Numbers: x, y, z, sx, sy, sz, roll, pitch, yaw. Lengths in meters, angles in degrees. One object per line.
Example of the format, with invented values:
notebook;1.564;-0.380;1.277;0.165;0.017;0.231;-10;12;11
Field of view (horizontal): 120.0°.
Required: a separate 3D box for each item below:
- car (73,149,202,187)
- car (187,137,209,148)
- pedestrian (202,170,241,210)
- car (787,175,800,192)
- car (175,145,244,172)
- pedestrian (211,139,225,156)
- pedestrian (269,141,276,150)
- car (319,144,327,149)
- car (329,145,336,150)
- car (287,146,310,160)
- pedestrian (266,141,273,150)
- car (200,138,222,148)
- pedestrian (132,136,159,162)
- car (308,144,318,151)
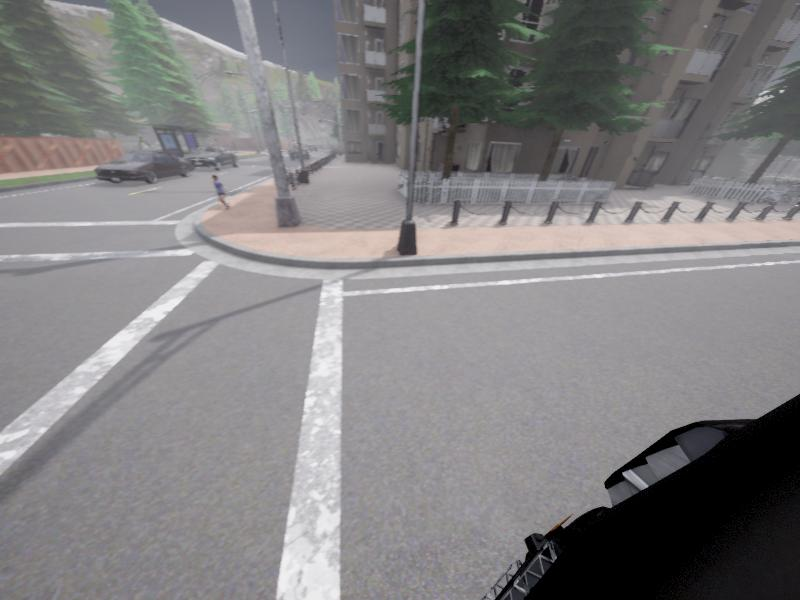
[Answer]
car;-14.036;-7.571;13.043;2.033;1.411;5.357;-4;34;-9
car;-46.794;-36.537;53.542;1.905;1.878;3.866;-4;34;-10
pedestrian;-5.840;-3.598;7.593;0.500;1.100;0.500;9;34;9
car;39.894;-10.072;20.509;2.033;1.411;5.357;-4;34;-10
car;-15.244;-11.679;18.918;2.152;1.651;5.027;-4;34;-9
pedestrian;-24.246;-20.348;30.771;0.751;1.860;0.751;-5;34;-12
pedestrian;-29.781;-35.993;53.850;0.751;1.860;0.751;15;36;18
car;-30.408;-60.660;91.447;1.851;1.617;3.988;-17;38;-27
car;-26.123;-59.199;89.625;2.128;1.511;4.902;-4;34;-9
car;-14.745;-21.606;33.928;2.038;1.542;4.974;-3;34;-9
pedestrian;-30.305;-35.770;53.477;0.751;1.860;0.751;27;41;32
car;-44.401;-36.938;54.307;1.932;1.855;4.605;-4;34;-10
pedestrian;-22.261;-13.243;20.247;0.751;1.860;0.751;-9;35;-17
car;-24.929;-43.688;66.323;1.789;1.549;3.705;-4;34;-9
